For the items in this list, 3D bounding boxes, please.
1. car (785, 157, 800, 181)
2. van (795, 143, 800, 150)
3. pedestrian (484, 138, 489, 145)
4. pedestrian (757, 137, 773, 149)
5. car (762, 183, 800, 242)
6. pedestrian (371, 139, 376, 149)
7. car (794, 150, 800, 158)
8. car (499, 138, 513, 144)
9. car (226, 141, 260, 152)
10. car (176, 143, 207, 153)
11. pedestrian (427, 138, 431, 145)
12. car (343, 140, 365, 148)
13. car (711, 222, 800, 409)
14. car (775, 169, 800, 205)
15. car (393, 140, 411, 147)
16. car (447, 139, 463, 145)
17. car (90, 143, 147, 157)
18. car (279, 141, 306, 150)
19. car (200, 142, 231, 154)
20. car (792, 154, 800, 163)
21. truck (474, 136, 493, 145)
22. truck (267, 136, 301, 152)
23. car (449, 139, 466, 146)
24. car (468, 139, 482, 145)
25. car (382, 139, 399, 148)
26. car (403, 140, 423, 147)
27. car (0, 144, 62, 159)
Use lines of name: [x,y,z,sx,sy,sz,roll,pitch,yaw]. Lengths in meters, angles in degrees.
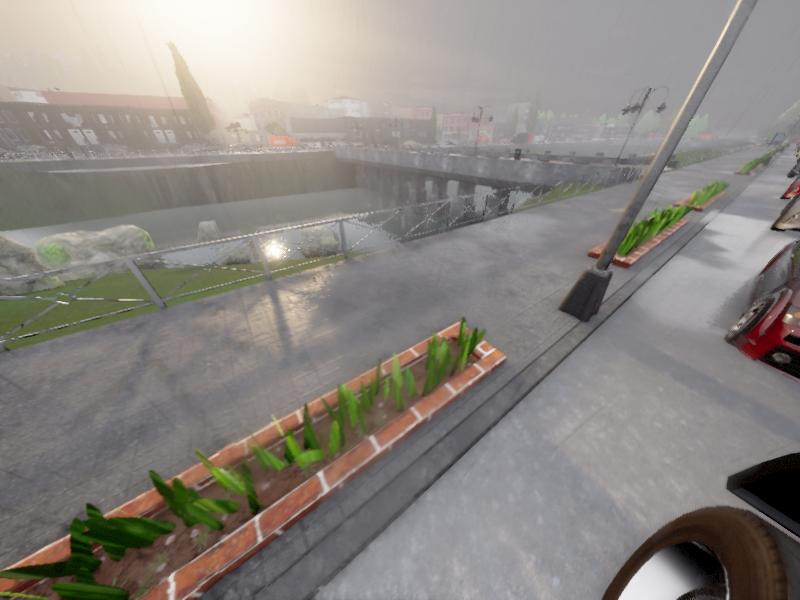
car: [26.018,-8.337,14.252,4.193,1.474,1.816,-23,41,-28]
van: [77.715,-29.872,43.560,6.366,2.431,2.351,-22,41,-28]
pedestrian: [27.219,-50.050,72.785,0.751,1.860,0.751,0,35,0]
pedestrian: [68.880,-29.651,43.587,0.751,1.860,0.751,-17,39,-23]
car: [12.408,-2.675,6.283,4.514,1.525,2.007,-22,40,-27]
pedestrian: [-5.702,-33.380,49.410,0.751,1.860,0.751,21,41,28]
car: [51.053,-18.551,28.490,5.008,1.535,1.882,-22,40,-28]
car: [37.760,-56.764,82.508,4.553,1.767,2.097,-22,41,-28]
car: [-31.586,-31.022,46.659,5.238,1.638,1.930,-22,40,-27]
car: [-38.455,-28.085,42.689,3.806,1.475,1.970,-21,40,-26]
pedestrian: [9.513,-51.699,75.249,0.751,1.860,0.751,-28,44,-33]
car: [-11.605,-39.265,58.237,4.974,1.542,2.038,-22,41,-28]
car: [5.971,0.034,2.651,4.181,1.385,1.994,-22,41,-28]
car: [17.802,-4.905,9.403,4.514,1.525,2.007,-22,41,-27]
car: [0.661,-44.270,65.289,5.008,1.535,1.882,-22,41,-28]
car: [17.980,-51.415,75.199,5.238,1.638,1.930,-22,41,-28]
car: [-43.593,-23.411,35.962,5.238,1.638,1.930,-22,40,-27]
car: [-23.770,-34.233,51.164,4.856,1.649,2.033,-22,40,-27]
car: [-33.368,-27.585,41.831,3.988,1.617,1.851,-22,40,-27]
car: [40.410,-14.180,22.381,3.633,1.501,1.845,-22,41,-28]
truck: [27.682,-52.914,76.529,5.204,2.467,2.627,-22,41,-28]
truck: [-23.635,-31.877,47.107,5.204,2.467,2.627,-23,41,-28]
car: [17.650,-48.437,71.024,4.974,1.542,2.038,-22,41,-28]
car: [25.844,-54.583,79.750,4.892,1.490,1.837,-22,41,-28]
car: [-2.461,-40.326,59.409,3.866,1.878,1.905,-21,40,-28]
car: [3.567,-42.641,62.955,5.366,1.575,1.801,-22,41,-28]
car: [-54.315,-21.761,33.701,5.238,1.638,1.930,-22,41,-28]
